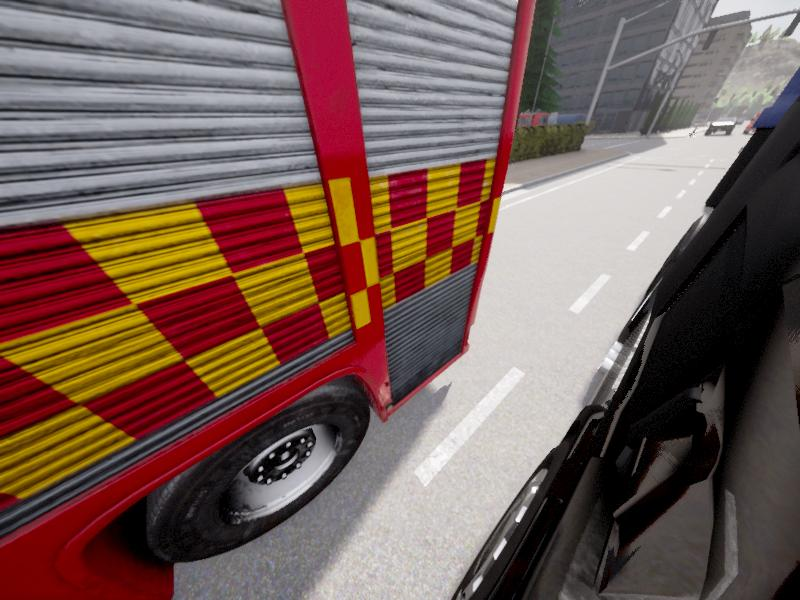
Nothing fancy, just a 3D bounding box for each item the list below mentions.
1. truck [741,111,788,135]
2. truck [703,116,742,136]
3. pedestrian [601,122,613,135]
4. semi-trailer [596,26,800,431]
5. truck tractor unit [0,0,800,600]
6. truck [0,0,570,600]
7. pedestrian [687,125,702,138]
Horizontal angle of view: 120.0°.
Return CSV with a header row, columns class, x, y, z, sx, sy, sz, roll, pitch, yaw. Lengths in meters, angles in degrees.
class,x,y,z,sx,sy,sz,roll,pitch,yaw
truck,51.421,-25.050,32.721,5.204,2.467,2.627,-28,43,-30
truck,46.921,-25.257,33.578,6.274,2.098,2.390,-27,43,-30
pedestrian,38.846,-32.127,43.302,0.751,1.860,0.751,-9,37,-9
semi-trailer,8.801,-3.502,4.170,14.254,4.402,2.717,-27,43,-29
truck tractor unit,2.645,-0.295,0.351,6.516,4.208,3.053,-28,44,-30
truck,-3.412,0.301,0.197,8.468,3.827,2.891,-27,43,-30
pedestrian,39.589,-22.632,31.059,0.751,1.300,0.751,-29,44,-31
